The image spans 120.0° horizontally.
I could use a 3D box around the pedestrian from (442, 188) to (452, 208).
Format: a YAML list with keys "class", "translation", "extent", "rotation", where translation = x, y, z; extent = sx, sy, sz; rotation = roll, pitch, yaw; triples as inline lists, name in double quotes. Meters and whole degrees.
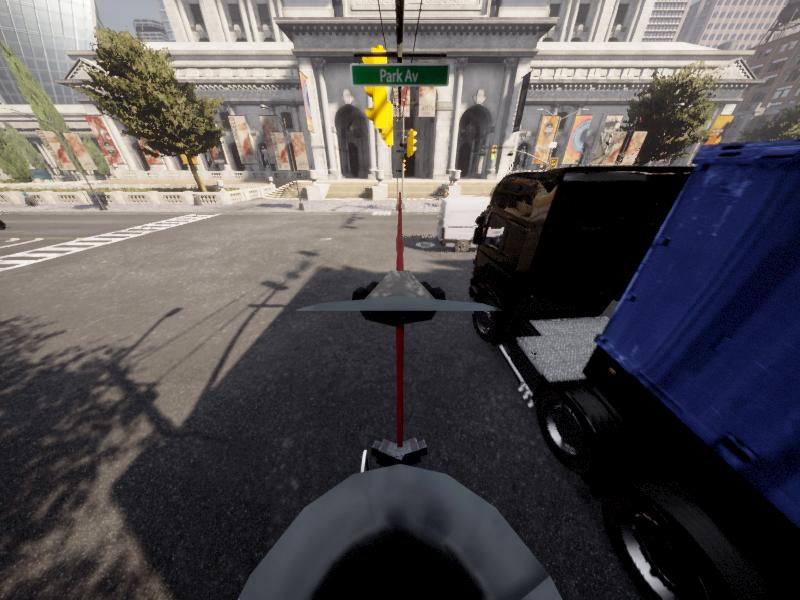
- class: "pedestrian"
  translation: [4.942, -10.864, 24.609]
  extent: [0.751, 1.860, 0.751]
  rotation: [0, 30, 0]

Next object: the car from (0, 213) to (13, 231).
- class: "car"
  translation: [-30.812, -5.548, 16.007]
  extent: [3.988, 1.617, 1.851]
  rotation: [0, 30, 0]

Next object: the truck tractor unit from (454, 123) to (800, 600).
- class: "truck tractor unit"
  translation: [3.555, 0.069, 3.655]
  extent: [3.053, 4.208, 6.516]
  rotation: [-3, 31, -5]

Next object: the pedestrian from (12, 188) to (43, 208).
- class: "pedestrian"
  translation: [-39.860, -10.943, 24.746]
  extent: [0.751, 1.860, 0.751]
  rotation: [2, 30, 3]

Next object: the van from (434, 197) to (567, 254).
- class: "van"
  translation: [5.008, -4.079, 12.534]
  extent: [5.915, 2.561, 1.988]
  rotation: [0, 30, 0]
